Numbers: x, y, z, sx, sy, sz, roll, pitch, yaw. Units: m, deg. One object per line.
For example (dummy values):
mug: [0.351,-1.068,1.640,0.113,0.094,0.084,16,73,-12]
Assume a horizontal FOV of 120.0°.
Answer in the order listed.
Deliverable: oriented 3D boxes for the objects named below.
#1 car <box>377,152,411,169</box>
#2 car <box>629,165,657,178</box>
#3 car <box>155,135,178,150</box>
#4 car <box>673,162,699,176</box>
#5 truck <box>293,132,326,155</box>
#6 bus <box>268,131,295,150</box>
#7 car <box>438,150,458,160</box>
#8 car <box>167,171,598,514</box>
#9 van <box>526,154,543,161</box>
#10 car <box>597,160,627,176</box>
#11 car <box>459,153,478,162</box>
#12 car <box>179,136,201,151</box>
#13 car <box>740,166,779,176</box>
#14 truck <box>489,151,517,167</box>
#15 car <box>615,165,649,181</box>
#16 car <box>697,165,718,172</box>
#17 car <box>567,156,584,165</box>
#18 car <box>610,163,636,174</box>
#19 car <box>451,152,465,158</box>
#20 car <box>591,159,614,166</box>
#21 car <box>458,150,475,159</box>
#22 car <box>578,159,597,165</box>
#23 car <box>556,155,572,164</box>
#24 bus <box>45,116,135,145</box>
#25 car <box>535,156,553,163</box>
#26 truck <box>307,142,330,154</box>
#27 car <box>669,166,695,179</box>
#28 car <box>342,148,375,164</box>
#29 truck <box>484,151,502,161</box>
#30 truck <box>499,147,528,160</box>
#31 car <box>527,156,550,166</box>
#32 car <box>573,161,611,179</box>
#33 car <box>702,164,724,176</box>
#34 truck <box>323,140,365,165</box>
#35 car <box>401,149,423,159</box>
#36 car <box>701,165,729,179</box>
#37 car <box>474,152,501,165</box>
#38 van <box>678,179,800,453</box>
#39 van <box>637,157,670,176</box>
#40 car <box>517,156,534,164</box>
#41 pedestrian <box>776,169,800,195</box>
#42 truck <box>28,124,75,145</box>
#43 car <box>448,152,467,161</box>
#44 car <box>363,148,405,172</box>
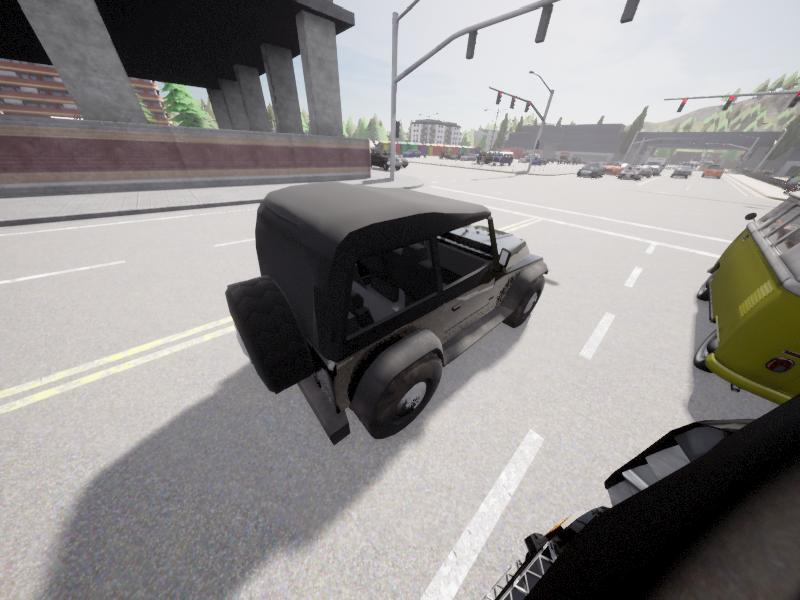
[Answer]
car: [-0.825,-17.117,28.248,1.816,1.474,4.193,-25,42,-35]
car: [34.871,-18.419,33.111,4.181,1.385,1.994,-24,42,-35]
car: [-37.490,-25.263,37.124,1.905,1.878,3.866,-24,42,-35]
car: [52.885,-24.279,42.700,5.566,2.045,2.150,-24,42,-35]
truck: [-19.124,-33.069,48.773,2.891,3.827,8.468,-25,42,-35]
bus: [-34.889,-47.289,68.616,3.944,4.253,10.273,-4,34,-10]
car: [11.091,-33.493,53.281,4.605,1.855,1.932,-24,42,-35]
car: [0.274,-0.349,2.784,3.866,1.878,1.905,-24,42,-35]
van: [48.289,-51.263,83.021,2.069,2.038,4.480,-23,41,-33]
car: [31.607,-19.694,34.397,4.553,1.767,2.097,-25,42,-35]
car: [14.793,-30.860,50.033,3.806,1.475,1.970,-24,42,-35]
car: [-35.282,-26.259,38.793,1.905,1.878,3.866,-24,42,-35]
car: [86.734,-31.230,55.889,1.932,1.855,4.605,-25,42,-35]
truck: [17.531,-23.976,39.256,4.478,2.038,2.069,-24,42,-35]
car: [27.853,-15.278,27.747,3.806,1.475,1.970,-24,42,-35]
car: [84.454,-36.206,63.522,1.882,1.535,5.008,22,38,27]
car: [46.717,-37.074,61.379,4.605,1.855,1.932,-24,42,-35]
car: [37.945,-22.442,39.304,4.792,1.488,2.163,-24,42,-35]
car: [16.881,-42.140,67.133,3.905,1.438,1.784,-24,42,-35]
car: [63.665,-43.385,72.716,2.038,1.542,4.974,-23,42,-34]
car: [18.749,-41.023,65.210,4.605,1.855,1.932,-24,42,-35]
car: [57.006,-41.887,70.134,1.970,1.475,3.806,-24,42,-34]
car: [44.851,-38.360,63.180,3.866,1.878,1.905,-24,42,-35]
bus: [-65.298,-36.016,49.418,10.273,4.253,3.944,-24,42,-35]
car: [38.214,-37.179,61.318,5.357,1.415,2.033,-24,42,-35]
truck: [-18.909,-35.064,53.355,2.390,2.098,6.274,-24,42,-34]
car: [44.256,-20.048,36.254,5.357,1.411,2.033,-26,43,-36]
car: [-5.933,-20.545,32.874,1.930,1.638,5.238,-25,42,-35]
truck: [24.209,-37.516,60.167,4.478,2.038,2.069,-24,42,-35]
truck: [41.490,-53.765,84.649,2.891,3.827,8.468,-23,41,-33]
car: [28.812,-28.853,47.940,4.611,1.667,2.242,-24,42,-35]
car: [23.616,-16.002,28.374,4.856,1.649,2.033,-25,43,-34]
car: [63.705,-26.544,47.087,3.866,1.878,1.905,-24,42,-35]
truck: [-7.124,-18.772,29.362,2.627,2.467,5.204,-25,42,-35]
car: [2.692,-33.636,53.168,4.611,1.667,2.242,-24,42,-35]
car: [53.145,-21.719,39.089,4.553,1.767,2.097,-24,42,-35]
car: [15.568,-25.144,41.039,4.605,1.855,1.932,-24,42,-35]
van: [5.427,-0.145,2.781,4.442,1.987,1.775,-24,42,-35]
van: [41.806,-21.999,38.072,6.366,2.431,2.351,-24,42,-35]
car: [29.937,-33.439,55.066,3.806,1.475,1.970,-24,42,-35]
pedestrian: [33.711,-10.116,19.746,0.751,1.860,0.751,-25,42,-35]
truck: [-54.987,-26.148,36.662,2.615,2.467,5.204,-24,42,-35]
car: [12.888,-32.157,51.785,3.905,1.438,1.784,-24,42,-35]
car: [-1.825,-15.032,24.669,1.932,1.855,4.605,-25,42,-35]
